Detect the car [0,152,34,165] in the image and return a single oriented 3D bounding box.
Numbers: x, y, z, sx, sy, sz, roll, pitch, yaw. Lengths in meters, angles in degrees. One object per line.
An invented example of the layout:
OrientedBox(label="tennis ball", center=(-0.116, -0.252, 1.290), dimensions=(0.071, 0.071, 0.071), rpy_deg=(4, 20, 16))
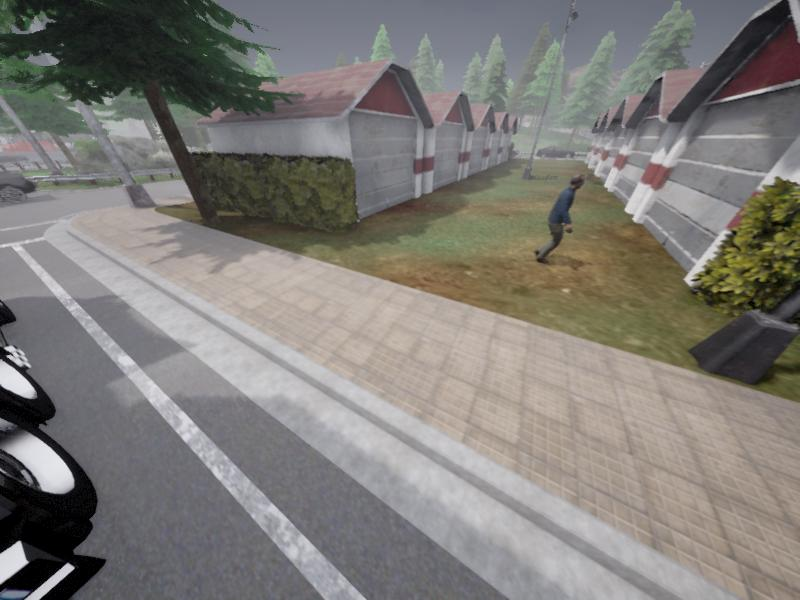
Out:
OrientedBox(label="car", center=(-52.608, -18.509, 30.265), dimensions=(1.895, 1.301, 4.718), rpy_deg=(18, 39, 25))

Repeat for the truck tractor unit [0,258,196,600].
OrientedBox(label="truck tractor unit", center=(-5.116, -0.291, 0.805), dimensions=(6.516, 4.208, 3.053), rpy_deg=(18, 39, 25))

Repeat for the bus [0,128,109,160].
OrientedBox(label="bus", center=(-60.673, -27.504, 40.660), dimensions=(3.944, 4.253, 10.273), rpy_deg=(18, 39, 25))

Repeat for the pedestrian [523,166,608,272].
OrientedBox(label="pedestrian", center=(3.208, -1.631, 4.721), dimensions=(0.751, 1.860, 0.751), rpy_deg=(13, 37, 19))

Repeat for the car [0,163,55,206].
OrientedBox(label="car", center=(-18.895, -4.483, 9.410), dimensions=(2.128, 1.511, 4.902), rpy_deg=(8, 36, 12))
